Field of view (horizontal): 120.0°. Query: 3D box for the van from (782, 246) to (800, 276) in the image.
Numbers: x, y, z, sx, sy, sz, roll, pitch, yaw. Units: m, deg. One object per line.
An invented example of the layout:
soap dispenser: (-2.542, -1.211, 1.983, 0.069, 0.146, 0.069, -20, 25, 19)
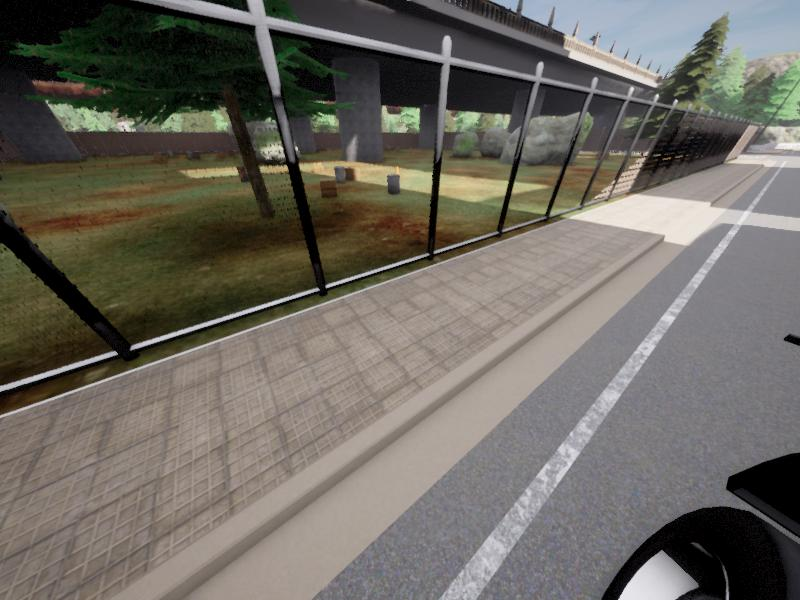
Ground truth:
van: (10.196, -1.570, 4.303, 4.480, 2.038, 2.069, -19, 39, -25)

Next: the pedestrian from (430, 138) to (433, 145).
pedestrian: (9.948, -49.835, 72.750, 0.751, 1.860, 0.751, 11, 37, 16)
